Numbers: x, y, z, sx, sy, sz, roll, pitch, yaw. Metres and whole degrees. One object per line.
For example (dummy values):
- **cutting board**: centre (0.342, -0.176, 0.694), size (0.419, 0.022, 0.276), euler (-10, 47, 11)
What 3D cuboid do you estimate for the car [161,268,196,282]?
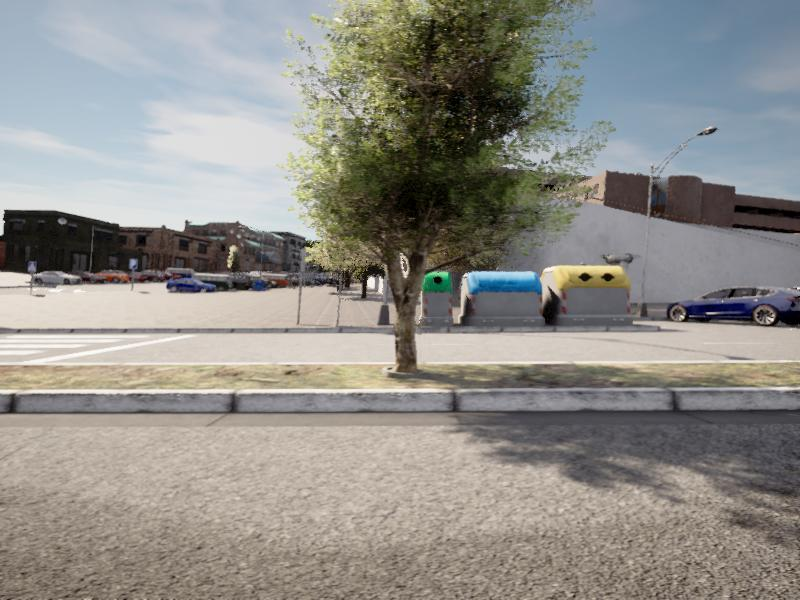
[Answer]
- **car**: centre (-34.753, -3.949, 62.782), size (4.442, 1.987, 1.878), euler (2, 5, -5)

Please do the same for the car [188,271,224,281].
- **car**: centre (-33.136, -4.094, 68.475), size (5.008, 1.535, 2.097), euler (2, 4, -5)

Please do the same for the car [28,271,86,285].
- **car**: centre (-39.160, -2.556, 45.742), size (4.674, 1.452, 2.002), euler (2, 4, -5)

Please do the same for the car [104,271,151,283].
- **car**: centre (-36.936, -3.131, 54.277), size (4.792, 1.488, 2.163), euler (2, 5, -5)

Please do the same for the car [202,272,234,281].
- **car**: centre (-32.340, -4.249, 71.306), size (4.792, 1.488, 2.163), euler (2, 4, -5)

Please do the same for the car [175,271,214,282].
- **car**: centre (-33.701, -3.905, 65.659), size (5.366, 1.575, 1.946), euler (2, 4, -5)

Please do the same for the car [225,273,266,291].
- **car**: centre (-19.877, -2.330, 51.577), size (4.442, 1.987, 1.878), euler (3, 5, -3)

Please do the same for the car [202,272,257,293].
- **car**: centre (-20.650, -2.165, 48.714), size (5.566, 2.045, 2.435), euler (3, 5, -3)

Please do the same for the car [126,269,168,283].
- **car**: centre (-36.118, -3.471, 57.116), size (4.553, 1.767, 2.185), euler (2, 5, -5)

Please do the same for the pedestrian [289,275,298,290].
- **pedestrian**: centre (-14.319, -2.366, 53.789), size (0.751, 1.860, 0.751), euler (4, 0, 45)

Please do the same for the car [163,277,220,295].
- **car**: centre (-22.365, -1.544, 43.010), size (5.008, 1.535, 2.097), euler (3, 4, -3)

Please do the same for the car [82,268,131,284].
- **car**: centre (-37.623, -3.096, 51.423), size (4.553, 1.767, 2.185), euler (2, 5, -5)

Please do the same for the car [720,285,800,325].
- **car**: centre (16.278, 0.180, 16.055), size (2.231, 1.521, 4.892), euler (0, -1, -23)

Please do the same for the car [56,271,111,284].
- **car**: centre (-38.381, -2.754, 48.594), size (4.792, 1.488, 2.163), euler (2, 4, -5)

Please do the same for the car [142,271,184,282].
- **car**: centre (-35.405, -3.535, 59.974), size (5.008, 1.535, 2.097), euler (2, 4, -5)

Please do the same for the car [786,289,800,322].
- **car**: centre (19.229, 0.217, 16.268), size (2.002, 1.452, 4.674), euler (0, -1, -24)

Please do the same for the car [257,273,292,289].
- **car**: centre (-17.923, -2.688, 57.343), size (4.442, 1.987, 1.878), euler (3, 4, -4)

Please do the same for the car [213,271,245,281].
- **car**: centre (-31.612, -4.466, 74.134), size (5.008, 1.535, 2.097), euler (2, 4, -5)

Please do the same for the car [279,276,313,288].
- **car**: centre (-16.343, -2.841, 63.099), size (4.892, 1.521, 2.231), euler (3, 5, -4)

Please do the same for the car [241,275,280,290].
- **car**: centre (-18.936, -2.411, 54.467), size (4.553, 1.767, 2.185), euler (3, 4, -4)

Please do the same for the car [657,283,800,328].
- **car**: centre (13.315, 0.214, 15.915), size (2.163, 1.488, 4.792), euler (0, -1, -23)

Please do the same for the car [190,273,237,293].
- **car**: centre (-21.369, -1.947, 45.866), size (4.442, 1.987, 1.878), euler (3, 4, -3)
